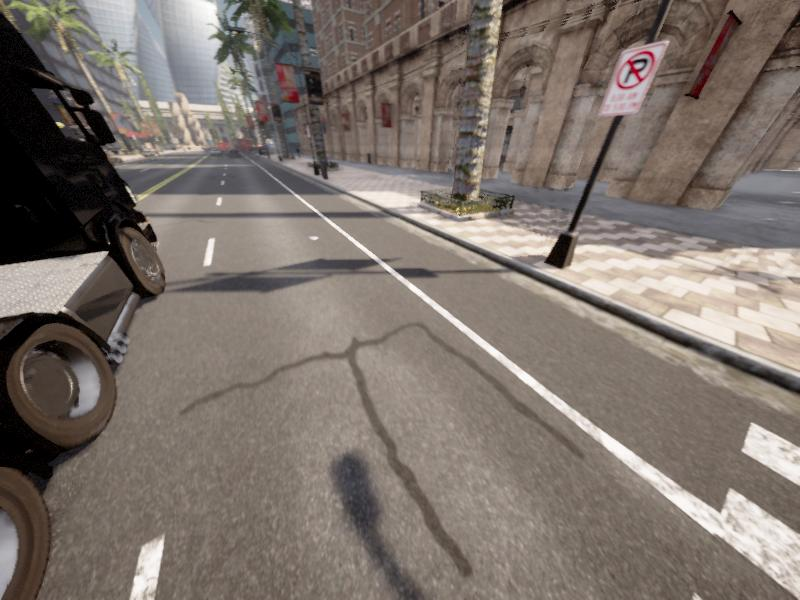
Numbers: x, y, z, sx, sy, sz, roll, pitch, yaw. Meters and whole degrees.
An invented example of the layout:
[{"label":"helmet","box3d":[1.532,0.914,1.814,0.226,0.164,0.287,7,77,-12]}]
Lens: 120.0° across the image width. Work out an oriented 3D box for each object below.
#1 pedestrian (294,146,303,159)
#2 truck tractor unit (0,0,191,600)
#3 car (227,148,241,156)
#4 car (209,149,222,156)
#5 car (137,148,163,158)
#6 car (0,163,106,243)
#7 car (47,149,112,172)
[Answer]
[{"label":"pedestrian","box3d":[-16.606,-24.112,37.800,0.751,1.860,0.751,-19,39,-27]},{"label":"truck tractor unit","box3d":[-4.469,-0.677,1.344,3.053,4.208,6.516,-19,39,-27]},{"label":"car","box3d":[-38.535,-34.362,53.479,2.128,1.511,4.902,-19,39,-26]},{"label":"car","box3d":[-41.369,-33.158,51.795,1.895,1.301,4.718,-19,39,-26]},{"label":"car","box3d":[-47.471,-28.097,44.012,2.231,1.521,4.892,-19,39,-26]},{"label":"car","box3d":[-12.606,-3.371,7.588,2.033,1.649,4.856,-19,38,-26]},{"label":"car","box3d":[-31.951,-14.192,23.308,2.185,1.767,4.553,-19,39,-26]}]
